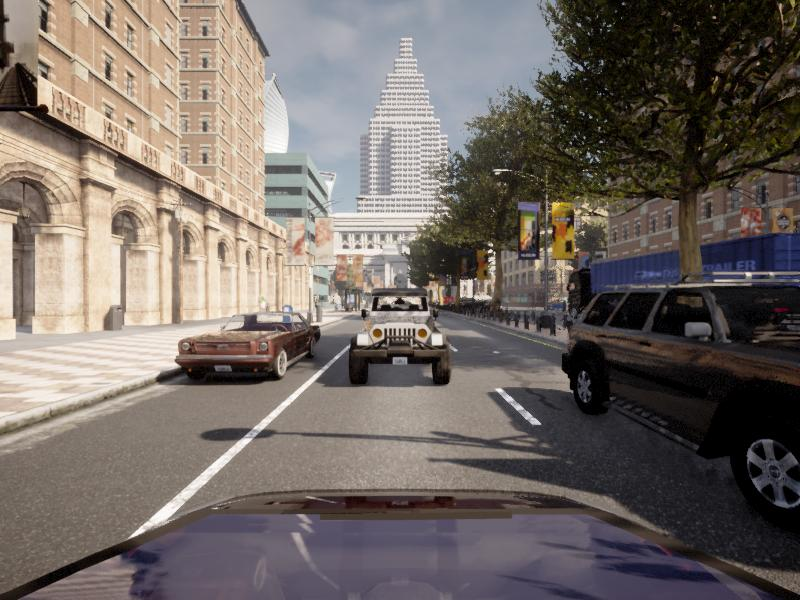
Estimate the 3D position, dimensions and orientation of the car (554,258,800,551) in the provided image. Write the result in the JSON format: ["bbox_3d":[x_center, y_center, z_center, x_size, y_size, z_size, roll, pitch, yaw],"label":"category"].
[{"bbox_3d":[3.501,0.651,4.277,1.932,1.855,4.605,0,0,0],"label":"car"}]

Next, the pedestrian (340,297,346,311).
[{"bbox_3d":[-7.495,0.493,52.444,0.751,1.860,0.751,0,0,0],"label":"pedestrian"}]

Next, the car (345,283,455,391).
[{"bbox_3d":[-0.001,0.647,8.902,1.905,1.878,3.866,0,0,0],"label":"car"}]

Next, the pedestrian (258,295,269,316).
[{"bbox_3d":[-12.474,0.490,36.511,0.751,1.860,0.751,0,0,0],"label":"pedestrian"}]

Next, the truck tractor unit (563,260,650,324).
[{"bbox_3d":[14.994,-0.519,29.726,3.053,4.208,6.516,0,0,0],"label":"truck tractor unit"}]

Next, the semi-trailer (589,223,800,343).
[{"bbox_3d":[15.002,-0.616,21.809,2.717,4.402,14.254,0,0,0],"label":"semi-trailer"}]

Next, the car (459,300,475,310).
[{"bbox_3d":[11.496,0.781,68.788,1.930,1.638,5.238,0,0,0],"label":"car"}]

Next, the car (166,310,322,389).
[{"bbox_3d":[-3.250,0.940,9.526,1.895,1.301,4.718,0,0,0],"label":"car"}]
